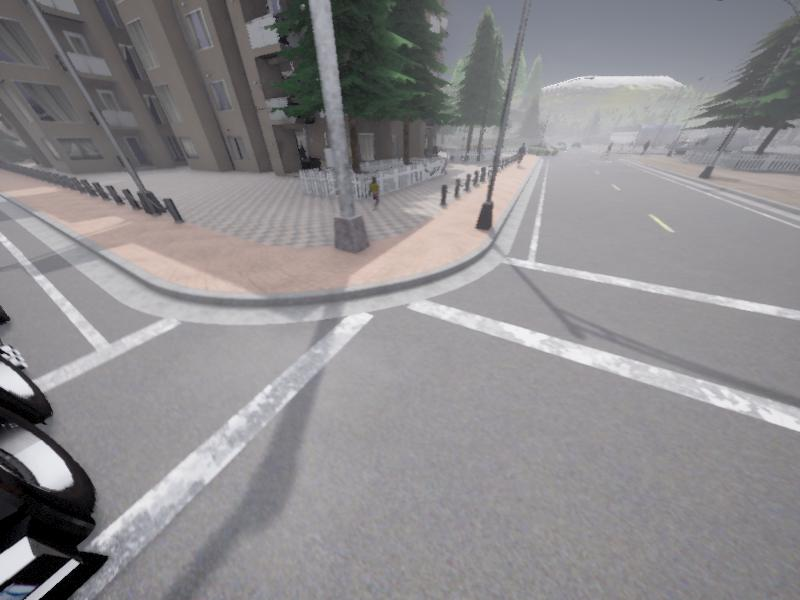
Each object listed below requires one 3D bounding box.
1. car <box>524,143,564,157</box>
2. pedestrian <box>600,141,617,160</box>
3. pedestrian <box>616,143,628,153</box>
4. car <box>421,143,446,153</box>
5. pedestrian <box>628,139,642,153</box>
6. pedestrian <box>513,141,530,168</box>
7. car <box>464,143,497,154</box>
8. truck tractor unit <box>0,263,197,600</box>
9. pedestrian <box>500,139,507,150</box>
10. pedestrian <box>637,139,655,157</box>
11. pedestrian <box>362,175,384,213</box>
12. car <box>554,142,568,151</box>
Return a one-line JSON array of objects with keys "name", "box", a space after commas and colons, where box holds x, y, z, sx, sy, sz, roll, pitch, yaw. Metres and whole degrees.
[{"name": "car", "box": [21.652, -22.780, 34.991, 2.007, 1.525, 4.514, -16, 38, -22]}, {"name": "pedestrian", "box": [25.101, -18.018, 27.824, 0.751, 1.860, 0.751, 26, 43, 32]}, {"name": "pedestrian", "box": [36.049, -24.754, 37.550, 0.751, 1.300, 0.751, -9, 36, -12]}, {"name": "car", "box": [6.340, -29.044, 44.182, 4.193, 1.474, 1.816, 17, 39, 24]}, {"name": "pedestrian", "box": [37.602, -24.702, 36.952, 0.751, 1.860, 0.751, -18, 39, -24]}, {"name": "pedestrian", "box": [10.163, -12.181, 19.388, 0.751, 1.860, 0.751, 17, 39, 23]}, {"name": "car", "box": [14.112, -26.662, 40.624, 5.008, 1.535, 1.882, 17, 39, 23]}, {"name": "truck tractor unit", "box": [-5.113, -0.298, 0.783, 6.516, 4.208, 3.053, 18, 39, 24]}, {"name": "pedestrian", "box": [21.619, -32.485, 48.216, 0.751, 1.860, 0.751, -27, 43, -32]}, {"name": "pedestrian", "box": [31.437, -19.470, 29.531, 0.751, 1.860, 0.751, -20, 39, -25]}, {"name": "pedestrian", "box": [-0.904, -3.655, 7.978, 0.500, 1.100, 0.500, 13, 37, 18]}, {"name": "car", "box": [32.965, -31.536, 47.403, 2.007, 1.525, 4.514, 17, 39, 23]}]
